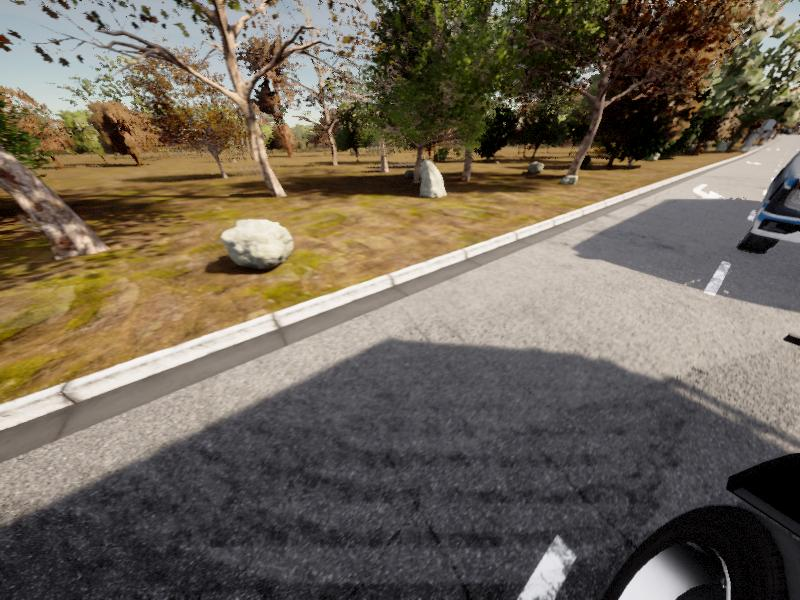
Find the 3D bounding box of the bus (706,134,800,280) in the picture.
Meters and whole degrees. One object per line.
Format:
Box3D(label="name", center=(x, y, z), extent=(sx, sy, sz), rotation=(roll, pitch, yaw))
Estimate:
Box3D(label="bus", center=(12.036, -3.444, 5.024), extent=(10.273, 4.253, 3.944), rotation=(-22, 41, -29))
